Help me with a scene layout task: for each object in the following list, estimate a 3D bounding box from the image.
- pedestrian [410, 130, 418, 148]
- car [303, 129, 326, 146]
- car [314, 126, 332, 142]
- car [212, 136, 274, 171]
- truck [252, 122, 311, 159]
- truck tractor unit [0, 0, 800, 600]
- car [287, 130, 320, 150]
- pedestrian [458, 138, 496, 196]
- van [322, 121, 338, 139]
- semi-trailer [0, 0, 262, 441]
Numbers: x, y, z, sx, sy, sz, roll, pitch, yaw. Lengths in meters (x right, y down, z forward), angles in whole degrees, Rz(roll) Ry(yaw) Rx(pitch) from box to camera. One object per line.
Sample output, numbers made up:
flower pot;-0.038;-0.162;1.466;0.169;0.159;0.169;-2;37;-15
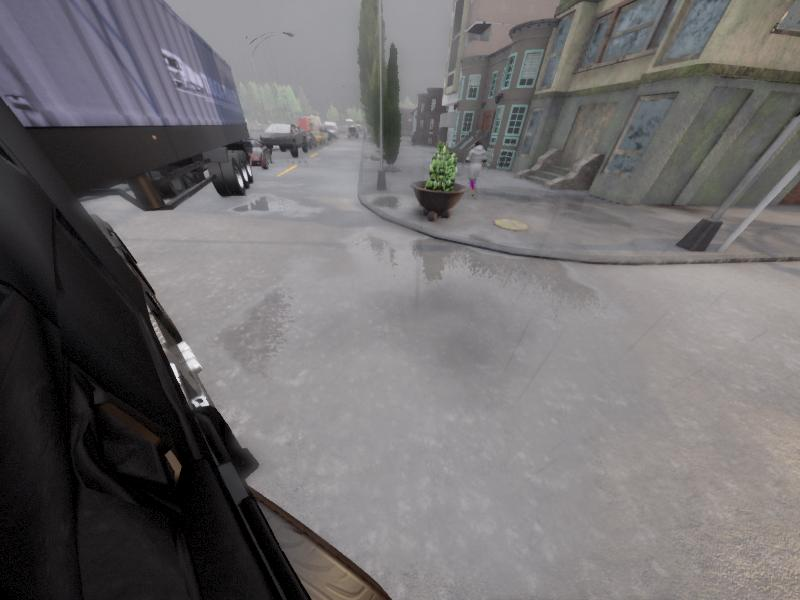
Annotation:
pedestrian;1.846;-20.858;30.002;0.751;1.860;0.751;-5;37;-10
car;-11.149;-21.601;30.574;1.801;1.575;5.366;-2;37;-7
car;-12.111;-26.429;36.736;1.932;1.855;4.605;-2;37;-7
car;-8.871;-8.622;13.519;1.994;1.385;4.181;-9;38;-16
truck;-9.392;-13.290;19.112;2.390;2.098;6.274;-2;37;-7
truck tractor unit;-2.645;-0.295;0.352;6.516;4.208;3.053;28;44;30
car;-10.295;-17.397;25.051;2.128;1.511;4.902;-2;37;-7
pedestrian;2.918;-5.110;8.954;0.751;1.860;0.751;-3;37;-7
van;-13.340;-32.714;44.534;1.988;2.561;5.915;-2;37;-7
semi-trailer;-6.237;-4.576;5.688;2.717;4.402;14.254;-11;39;-18
